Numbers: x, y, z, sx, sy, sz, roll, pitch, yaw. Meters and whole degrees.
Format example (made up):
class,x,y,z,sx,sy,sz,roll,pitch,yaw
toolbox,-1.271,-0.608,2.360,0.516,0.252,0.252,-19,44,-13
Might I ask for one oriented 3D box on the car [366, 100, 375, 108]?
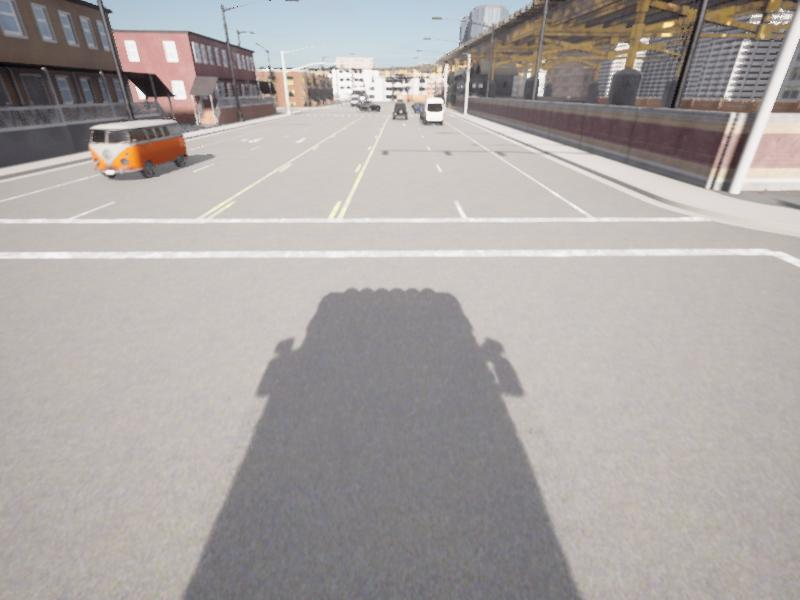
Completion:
class,x,y,z,sx,sy,sz,roll,pitch,yaw
car,-6.948,-45.963,93.594,1.851,1.617,3.988,0,27,0

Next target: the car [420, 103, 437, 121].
class,x,y,z,sx,sy,sz,roll,pitch,yaw
car,3.531,-23.690,50.292,1.905,1.878,3.866,0,27,0

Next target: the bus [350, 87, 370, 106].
class,x,y,z,sx,sy,sz,roll,pitch,yaw
bus,-10.313,-52.954,104.091,3.944,4.253,10.273,0,27,0

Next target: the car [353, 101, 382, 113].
class,x,y,z,sx,sy,sz,roll,pitch,yaw
car,-5.702,-33.997,70.379,5.238,1.638,1.930,23,35,37

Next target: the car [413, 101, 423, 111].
class,x,y,z,sx,sy,sz,roll,pitch,yaw
car,3.546,-38.466,79.212,1.882,1.535,5.008,0,27,0

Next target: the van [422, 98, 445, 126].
class,x,y,z,sx,sy,sz,roll,pitch,yaw
van,3.532,-20.299,43.041,1.988,2.561,5.915,0,27,0

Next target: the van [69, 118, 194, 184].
class,x,y,z,sx,sy,sz,roll,pitch,yaw
van,-10.488,-6.145,16.174,1.775,1.987,4.442,0,27,0

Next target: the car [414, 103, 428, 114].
class,x,y,z,sx,sy,sz,roll,pitch,yaw
car,3.538,-32.811,68.506,2.152,1.651,5.027,0,27,0

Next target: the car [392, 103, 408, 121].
class,x,y,z,sx,sy,sz,roll,pitch,yaw
car,0.031,-23.654,50.187,1.905,1.878,3.866,0,27,0

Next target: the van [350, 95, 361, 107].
class,x,y,z,sx,sy,sz,roll,pitch,yaw
van,-10.447,-46.865,94.158,1.988,2.561,5.915,0,27,0
